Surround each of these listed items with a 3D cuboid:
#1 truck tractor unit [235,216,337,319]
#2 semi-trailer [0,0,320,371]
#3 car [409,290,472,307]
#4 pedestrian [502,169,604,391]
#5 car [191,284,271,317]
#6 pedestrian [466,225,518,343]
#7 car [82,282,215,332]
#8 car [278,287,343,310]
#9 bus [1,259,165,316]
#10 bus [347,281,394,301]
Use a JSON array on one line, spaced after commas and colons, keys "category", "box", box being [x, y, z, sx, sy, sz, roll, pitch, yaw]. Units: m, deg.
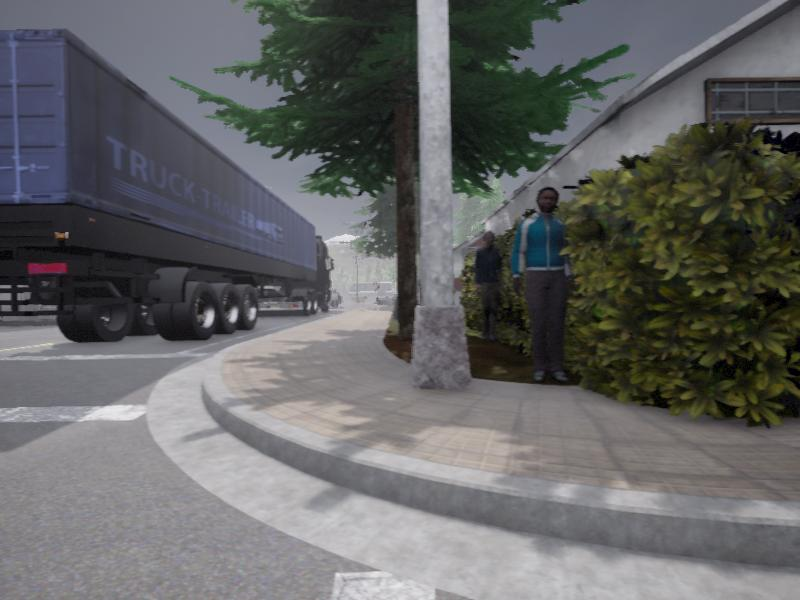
[{"category": "truck tractor unit", "box": [-5.218, -1.398, 19.764, 3.053, 4.208, 6.516, -1, 1, 0]}, {"category": "semi-trailer", "box": [-5.215, -1.415, 11.850, 2.717, 4.402, 14.254, -1, 0, 0]}, {"category": "car", "box": [3.555, -0.141, 35.961, 5.357, 1.411, 2.033, -1, 1, -1]}, {"category": "pedestrian", "box": [1.394, -0.164, 3.780, 0.751, 1.860, 0.751, -1, 1, 11]}, {"category": "car", "box": [-8.705, 0.007, 21.180, 2.128, 1.511, 4.902, -1, 1, 0]}, {"category": "pedestrian", "box": [1.512, -0.248, 6.694, 0.751, 1.860, 0.751, -1, 1, 8]}, {"category": "car", "box": [-8.698, 0.206, 14.434, 1.812, 1.442, 4.674, -2, 0, 0]}, {"category": "car", "box": [-7.124, -0.138, 32.327, 2.242, 1.667, 4.611, -1, 1, 44]}, {"category": "bus", "box": [-25.613, -0.968, 32.809, 10.273, 4.253, 3.944, -1, 1, 0]}, {"category": "bus", "box": [-6.582, -1.957, 90.563, 10.273, 4.253, 3.944, -1, 1, 0]}]
